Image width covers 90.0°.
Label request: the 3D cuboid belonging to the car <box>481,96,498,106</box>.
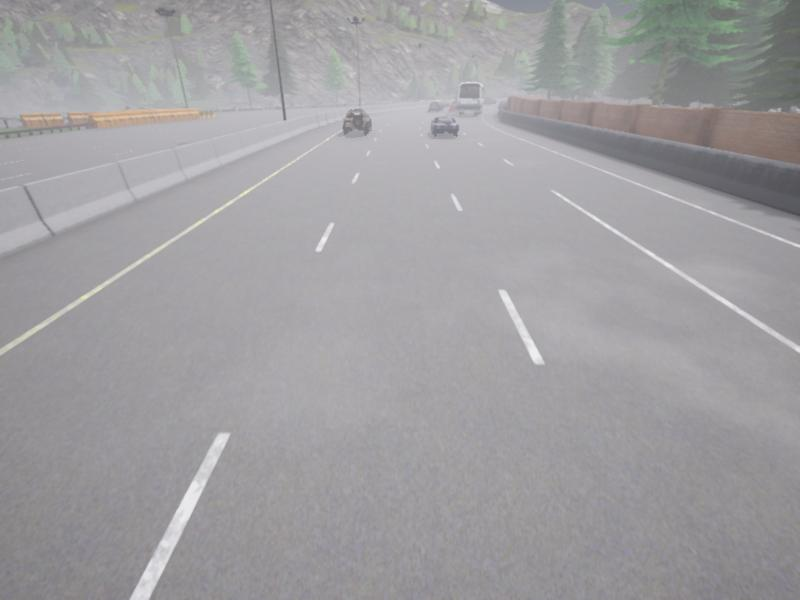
[{"bbox_3d":[22.714,-50.417,101.343,2.150,2.045,5.566,16,32,29],"label":"car"}]

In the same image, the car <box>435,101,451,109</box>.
[{"bbox_3d":[9.282,-41.701,85.434,1.895,1.301,4.718,12,30,21],"label":"car"}]

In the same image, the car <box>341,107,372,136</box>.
[{"bbox_3d":[-3.478,-14.732,32.932,1.932,1.855,4.605,0,28,1],"label":"car"}]

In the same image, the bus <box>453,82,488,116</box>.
[{"bbox_3d":[10.638,-30.066,59.800,3.944,4.253,10.273,6,28,12],"label":"bus"}]

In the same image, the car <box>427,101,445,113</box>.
[{"bbox_3d":[6.329,-33.431,69.148,2.033,1.649,4.856,8,29,15],"label":"car"}]

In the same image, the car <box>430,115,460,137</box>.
[{"bbox_3d":[3.502,-13.934,31.976,1.895,1.301,4.718,0,27,1],"label":"car"}]

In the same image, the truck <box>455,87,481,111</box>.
[{"bbox_3d":[13.060,-38.556,76.605,2.891,3.827,8.468,10,29,18],"label":"truck"}]

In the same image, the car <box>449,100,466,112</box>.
[{"bbox_3d":[9.932,-33.435,68.978,2.097,1.767,4.553,8,29,15],"label":"car"}]
